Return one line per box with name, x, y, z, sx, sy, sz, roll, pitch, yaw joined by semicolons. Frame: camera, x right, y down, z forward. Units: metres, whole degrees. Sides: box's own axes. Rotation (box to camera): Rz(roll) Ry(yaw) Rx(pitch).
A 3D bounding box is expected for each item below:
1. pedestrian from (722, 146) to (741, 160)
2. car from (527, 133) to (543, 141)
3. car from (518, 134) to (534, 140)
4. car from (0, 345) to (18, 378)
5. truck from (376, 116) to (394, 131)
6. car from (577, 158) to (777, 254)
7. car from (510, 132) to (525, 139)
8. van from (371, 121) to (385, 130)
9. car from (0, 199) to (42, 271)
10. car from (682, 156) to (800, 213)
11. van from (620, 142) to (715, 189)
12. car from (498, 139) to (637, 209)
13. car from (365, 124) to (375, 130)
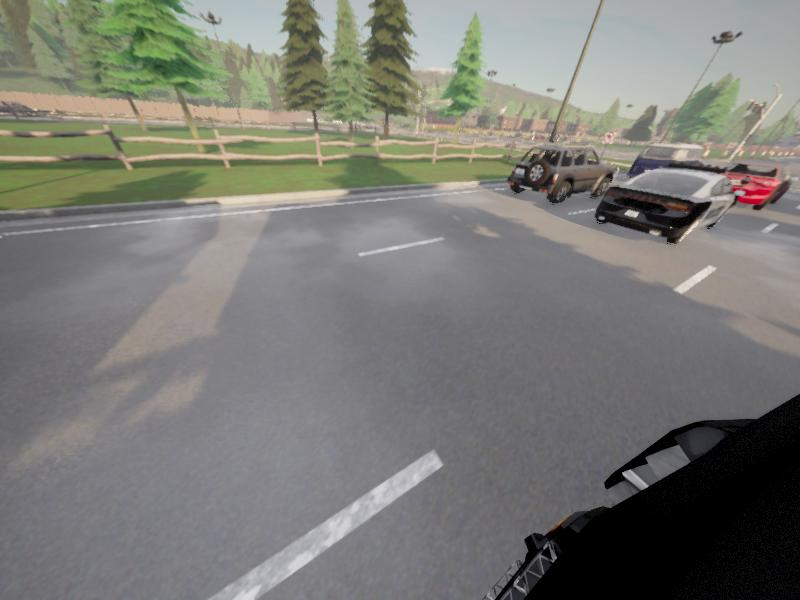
pedestrian;53.664;-23.801;37.361;0.751;1.860;0.751;-14;41;-22
car;45.367;-54.899;77.804;4.553;1.767;2.097;-17;42;-25
car;44.008;-56.832;80.428;5.366;1.575;1.801;-17;42;-25
car;-5.475;1.182;0.128;4.974;1.542;2.038;-17;42;-25
truck;-5.340;-63.478;83.067;2.891;3.827;8.468;-17;42;-25
car;7.876;-2.939;6.581;5.238;1.638;1.930;-17;42;-25
car;42.054;-58.808;82.578;4.605;1.855;1.932;-17;42;-25
van;-7.867;-61.390;81.265;2.351;2.431;6.366;-17;42;-25
car;-8.118;-0.489;2.022;4.856;1.649;2.033;-17;42;-25
car;15.482;-5.276;10.267;4.611;1.667;2.242;-17;42;-25
van;15.341;-7.797;13.302;4.442;1.987;1.775;-17;42;-25
car;6.460;-5.040;9.025;4.605;1.855;1.932;-17;42;-25
car;-10.340;-59.388;79.292;1.970;1.475;3.806;-17;42;-25
